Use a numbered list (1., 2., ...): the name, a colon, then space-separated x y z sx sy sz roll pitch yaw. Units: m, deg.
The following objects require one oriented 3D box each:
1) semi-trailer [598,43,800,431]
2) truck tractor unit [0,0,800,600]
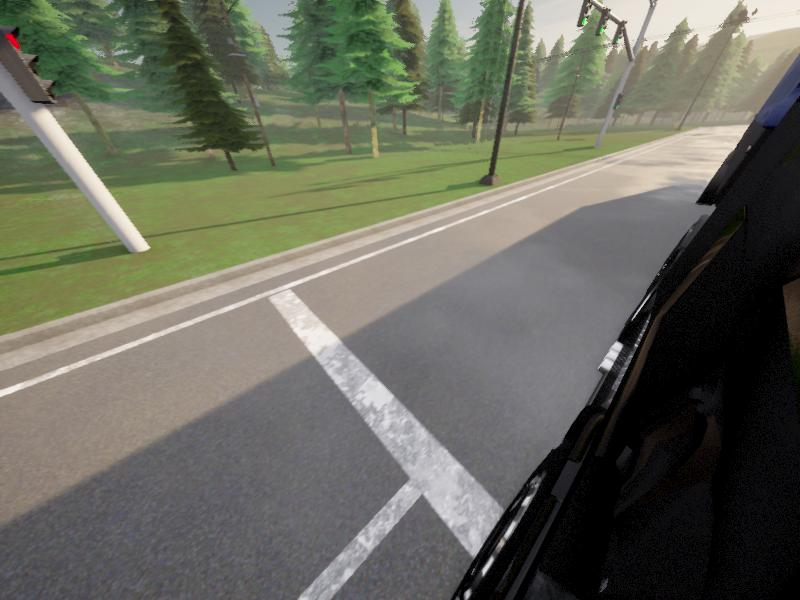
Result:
1. semi-trailer: 8.702 -3.596 4.236 14.254 4.402 2.717 -28 44 -30
2. truck tractor unit: 2.645 -0.295 0.351 6.516 4.208 3.053 -28 44 -30
